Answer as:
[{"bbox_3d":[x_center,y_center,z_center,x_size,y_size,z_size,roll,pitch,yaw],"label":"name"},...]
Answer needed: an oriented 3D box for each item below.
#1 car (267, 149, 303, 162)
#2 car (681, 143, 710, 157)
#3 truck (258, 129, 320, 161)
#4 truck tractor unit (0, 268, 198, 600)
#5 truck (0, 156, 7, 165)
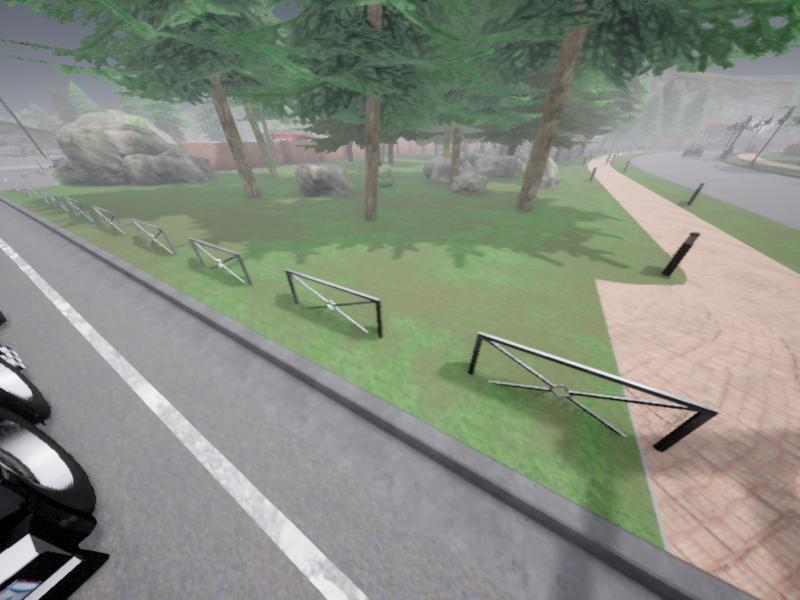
[{"bbox_3d":[-16.739,-21.152,33.838,1.994,1.385,4.181,17,38,24],"label":"car"},{"bbox_3d":[49.206,-24.961,38.449,4.553,1.767,2.097,-24,41,-31],"label":"car"},{"bbox_3d":[-17.675,-25.320,37.706,2.891,3.827,8.468,17,38,23],"label":"truck"},{"bbox_3d":[-5.118,-0.293,0.775,6.516,4.208,3.053,18,39,24],"label":"truck tractor unit"},{"bbox_3d":[-55.660,-18.430,29.217,2.627,2.467,5.204,17,38,23],"label":"truck"}]
